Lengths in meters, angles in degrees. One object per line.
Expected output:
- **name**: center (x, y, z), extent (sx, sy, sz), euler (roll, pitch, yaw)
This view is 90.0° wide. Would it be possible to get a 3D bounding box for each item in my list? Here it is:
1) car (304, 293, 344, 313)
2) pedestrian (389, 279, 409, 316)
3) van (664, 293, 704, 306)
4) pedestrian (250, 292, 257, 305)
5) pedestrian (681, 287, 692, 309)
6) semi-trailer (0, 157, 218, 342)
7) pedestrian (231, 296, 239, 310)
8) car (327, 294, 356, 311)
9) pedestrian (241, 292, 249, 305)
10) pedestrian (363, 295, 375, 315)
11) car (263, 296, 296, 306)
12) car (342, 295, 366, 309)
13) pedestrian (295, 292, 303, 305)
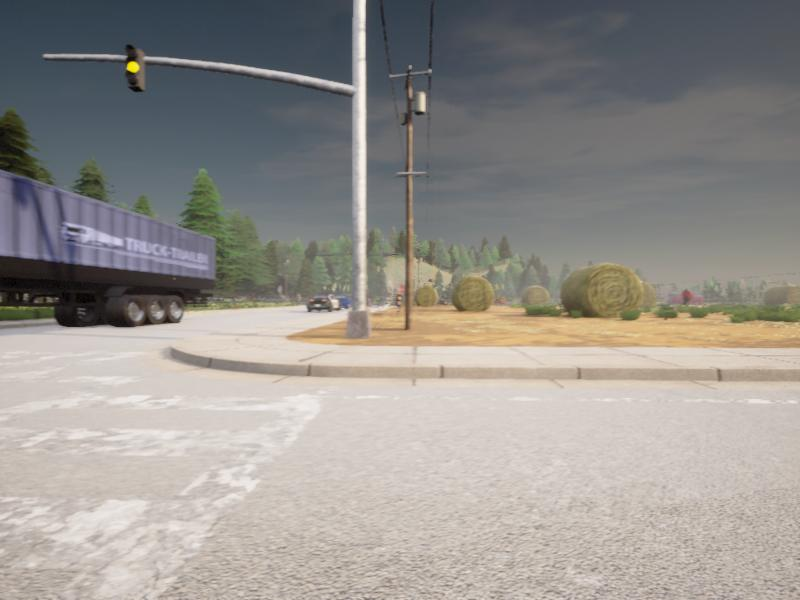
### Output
- **car**: center (-6.117, 0.219, 32.915), extent (2.038, 1.542, 4.974), euler (0, 0, 4)
- **pedestrian**: center (-0.071, -0.128, 21.104), extent (0.751, 1.860, 0.751), euler (0, 0, 43)
- **van**: center (41.896, -0.069, 59.113), extent (4.442, 1.987, 1.775), euler (0, 0, 6)
- **pedestrian**: center (-21.326, -0.182, 58.386), extent (0.751, 1.860, 0.751), euler (0, 0, -3)
- **pedestrian**: center (25.198, -0.156, 35.158), extent (0.751, 1.860, 0.751), euler (0, 0, 40)
- **semi-trailer**: center (-10.756, -1.208, 12.993), extent (2.717, 4.402, 14.254), euler (0, 0, 2)
- **pedestrian**: center (-13.563, 0.258, 32.884), extent (0.500, 1.100, 0.500), euler (0, 0, 2)
- **car**: center (-5.697, 0.209, 39.688), extent (1.882, 1.535, 5.008), euler (0, 0, 4)
- **pedestrian**: center (-22.547, -0.182, 58.280), extent (0.751, 1.860, 0.751), euler (0, 0, 7)
- **pedestrian**: center (-1.756, 0.266, 22.610), extent (0.500, 1.100, 0.500), euler (0, 0, 30)
- **car**: center (-18.754, 0.157, 62.214), extent (4.514, 1.525, 2.007), euler (0, 0, 8)
- **car**: center (-5.276, 0.208, 46.602), extent (2.007, 1.525, 4.514), euler (0, 0, 3)
- **pedestrian**: center (-14.240, -0.173, 56.455), extent (0.751, 1.860, 0.751), euler (0, 0, -43)
